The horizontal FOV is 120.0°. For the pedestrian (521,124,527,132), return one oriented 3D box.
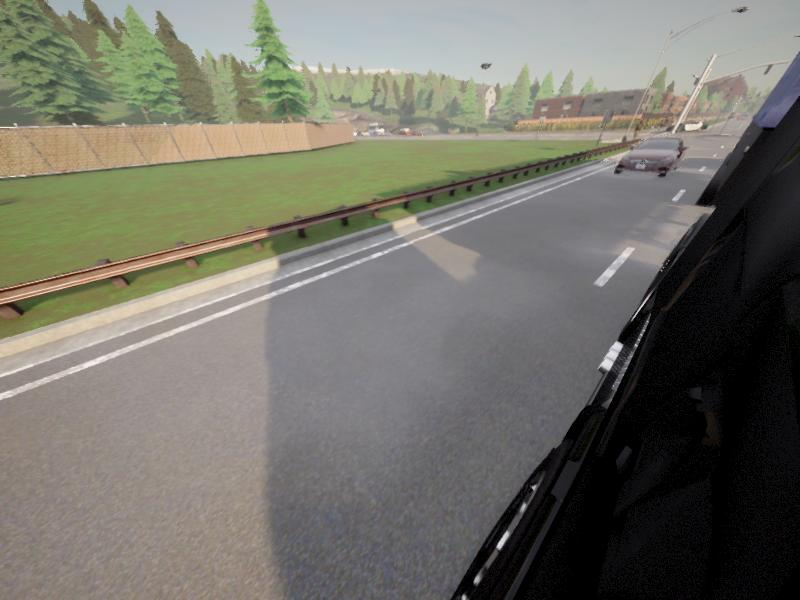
[{"bbox_3d":[33.312,-46.085,61.892,0.751,1.860,0.751,-31,45,-32],"label":"pedestrian"}]

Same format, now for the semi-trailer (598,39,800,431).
[{"bbox_3d":[8.697,-3.584,4.258,14.254,4.402,2.717,-28,43,-30],"label":"semi-trailer"}]

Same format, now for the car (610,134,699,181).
[{"bbox_3d":[12.303,-6.987,11.128,4.674,1.442,1.812,-28,43,-30],"label":"car"}]

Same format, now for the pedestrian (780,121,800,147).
[{"bbox_3d":[29.713,-12.487,17.092,0.751,1.860,0.751,-30,45,-32],"label":"pedestrian"}]

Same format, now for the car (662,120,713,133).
[{"bbox_3d":[47.568,-28.828,38.343,4.974,1.542,2.038,3,37,7],"label":"car"}]

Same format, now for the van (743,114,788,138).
[{"bbox_3d":[39.428,-18.868,25.035,4.442,1.987,1.775,-28,43,-30],"label":"van"}]

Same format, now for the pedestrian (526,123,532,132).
[{"bbox_3d":[34.057,-45.484,61.037,0.751,1.860,0.751,25,45,32],"label":"pedestrian"}]

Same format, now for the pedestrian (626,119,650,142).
[{"bbox_3d":[24.575,-17.493,23.894,0.751,1.860,0.751,-5,37,-3],"label":"pedestrian"}]

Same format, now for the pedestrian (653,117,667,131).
[{"bbox_3d":[46.579,-31.482,41.369,0.751,1.860,0.751,-8,37,-7],"label":"pedestrian"}]

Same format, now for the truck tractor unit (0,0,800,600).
[{"bbox_3d":[2.645,-0.295,0.351,6.516,4.208,3.053,-28,44,-30],"label":"truck tractor unit"}]

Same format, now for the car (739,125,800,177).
[{"bbox_3d":[18.147,-6.796,10.367,2.152,1.651,5.027,26,45,33],"label":"car"}]

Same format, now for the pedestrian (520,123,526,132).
[{"bbox_3d":[32.891,-46.188,61.835,0.751,1.860,0.751,-27,43,-30],"label":"pedestrian"}]
